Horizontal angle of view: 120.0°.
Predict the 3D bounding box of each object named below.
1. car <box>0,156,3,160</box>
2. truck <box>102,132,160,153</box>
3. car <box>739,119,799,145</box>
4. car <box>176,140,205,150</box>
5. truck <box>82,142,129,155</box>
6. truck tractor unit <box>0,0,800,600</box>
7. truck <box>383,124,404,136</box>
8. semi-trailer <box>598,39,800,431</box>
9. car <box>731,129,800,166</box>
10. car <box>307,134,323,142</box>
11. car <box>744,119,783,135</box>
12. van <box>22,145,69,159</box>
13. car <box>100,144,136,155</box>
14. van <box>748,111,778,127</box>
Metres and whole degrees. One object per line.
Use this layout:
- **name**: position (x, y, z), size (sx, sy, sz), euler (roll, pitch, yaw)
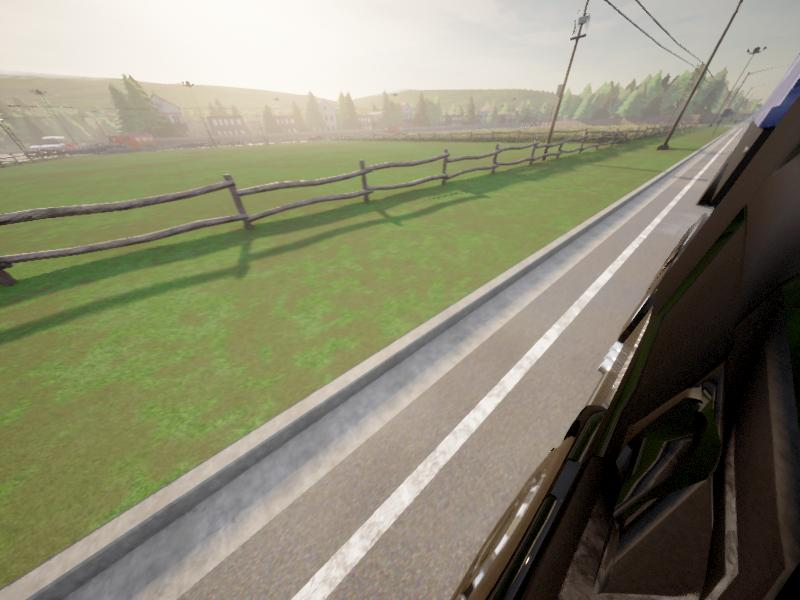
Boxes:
- **car**: position (-82.515, -28.190, 45.036), size (1.932, 1.855, 4.605), euler (2, 37, 6)
- **truck**: position (-66.080, -39.146, 57.218), size (8.468, 3.827, 2.891), euler (-27, 43, -30)
- **car**: position (32.665, -14.985, 20.600), size (5.027, 1.651, 2.152), euler (-28, 43, -30)
- **car**: position (-53.203, -39.534, 58.824), size (5.238, 1.638, 1.930), euler (-27, 43, -30)
- **truck**: position (-67.481, -35.003, 53.157), size (6.274, 2.098, 2.390), euler (-27, 43, -30)
- **truck tractor unit**: position (2.645, -0.295, 0.351), size (6.516, 4.208, 3.053), euler (-28, 44, -30)
- **truck**: position (-2.412, -69.545, 94.516), size (8.468, 3.827, 2.891), euler (-27, 43, -30)
- **semi-trailer**: position (8.707, -3.576, 4.253), size (14.254, 4.402, 2.717), euler (-28, 43, -30)
- **car**: position (20.565, -8.535, 12.816), size (4.181, 1.385, 1.994), euler (-28, 43, -30)
- **car**: position (-26.625, -50.746, 72.204), size (3.866, 1.878, 1.905), euler (-27, 43, -30)
- **car**: position (46.425, -22.143, 29.574), size (4.792, 1.488, 2.163), euler (-28, 43, -30)
- **van**: position (-71.010, -29.807, 46.407), size (2.069, 2.038, 4.480), euler (16, 40, 23)
- **car**: position (-61.063, -32.704, 50.151), size (4.611, 1.667, 2.242), euler (-27, 43, -30)
- **van**: position (74.607, -37.319, 47.604), size (6.366, 2.431, 2.351), euler (-28, 43, -30)
